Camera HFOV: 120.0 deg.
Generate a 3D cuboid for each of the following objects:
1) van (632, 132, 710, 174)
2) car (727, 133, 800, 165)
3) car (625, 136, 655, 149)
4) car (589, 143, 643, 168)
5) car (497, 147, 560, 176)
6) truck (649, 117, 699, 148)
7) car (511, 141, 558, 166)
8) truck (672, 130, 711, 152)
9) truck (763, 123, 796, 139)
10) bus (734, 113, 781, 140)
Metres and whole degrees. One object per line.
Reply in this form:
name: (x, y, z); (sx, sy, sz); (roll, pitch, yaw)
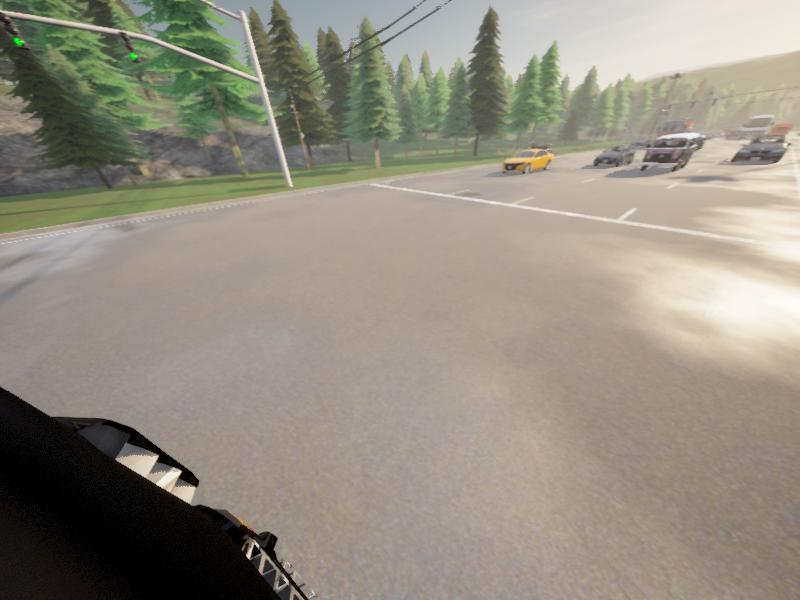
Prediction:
van: (17.865, -9.739, 15.254); (4.480, 2.038, 2.069); (-24, 39, -28)
car: (26.795, -11.188, 17.057); (4.611, 1.667, 2.242); (-24, 39, -29)
car: (42.796, -28.112, 41.154); (5.027, 1.651, 2.152); (-24, 39, -29)
car: (17.680, -11.843, 18.925); (4.193, 1.474, 1.816); (-24, 39, -29)
car: (9.987, -10.814, 17.930); (5.008, 1.535, 1.882); (-24, 39, -29)
truck: (46.481, -28.292, 39.146); (8.468, 3.827, 2.891); (-24, 39, -28)
car: (13.885, -15.160, 23.814); (4.605, 1.855, 1.932); (-24, 39, -29)
truck: (38.157, -20.907, 30.313); (6.274, 2.098, 2.390); (-30, 42, -34)
truck: (78.851, -35.081, 47.989); (5.204, 2.467, 2.627); (-24, 39, -29)
bus: (80.807, -39.072, 52.193); (10.273, 4.253, 3.944); (-24, 39, -29)
